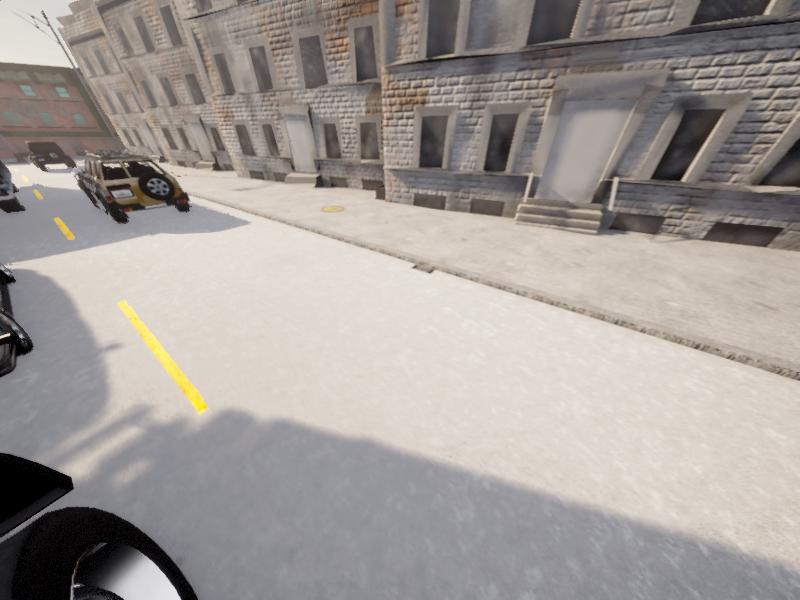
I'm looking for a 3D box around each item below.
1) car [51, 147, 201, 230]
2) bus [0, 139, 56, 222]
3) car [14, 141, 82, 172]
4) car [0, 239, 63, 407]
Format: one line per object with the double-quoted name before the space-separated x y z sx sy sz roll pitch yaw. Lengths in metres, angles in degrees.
"car" -9.329 -4.018 7.905 4.605 1.855 1.932 23 41 28
"bus" -17.286 -5.546 7.945 10.273 4.253 3.944 23 41 28
"car" -27.446 -11.279 18.036 3.866 1.878 1.905 20 40 27
"car" -6.622 -0.074 2.755 5.357 1.411 2.033 21 40 27
